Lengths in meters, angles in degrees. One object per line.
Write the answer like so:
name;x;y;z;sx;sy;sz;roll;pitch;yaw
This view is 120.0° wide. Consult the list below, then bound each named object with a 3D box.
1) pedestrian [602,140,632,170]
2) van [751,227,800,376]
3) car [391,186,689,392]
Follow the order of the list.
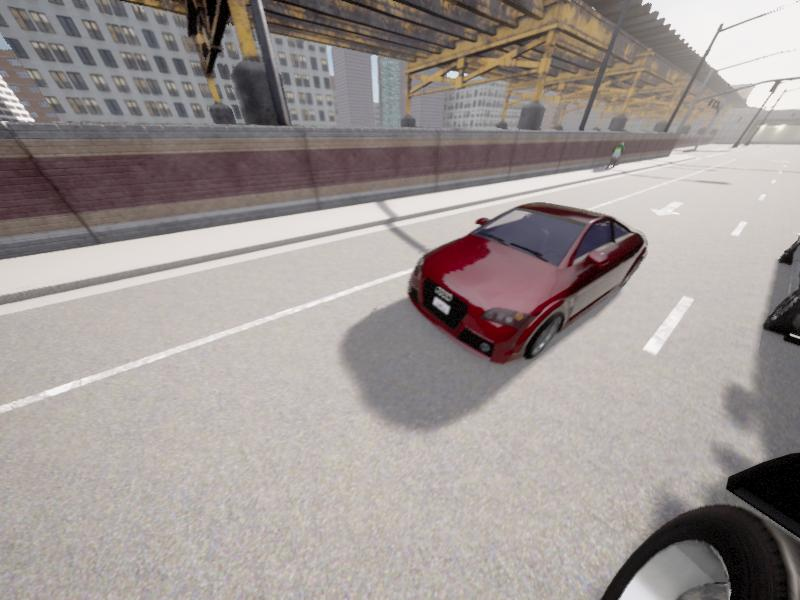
pedestrian;16.180;-10.844;17.241;0.751;1.860;0.751;-19;40;-25
van;7.390;-0.855;2.866;5.915;2.561;1.988;-22;41;-28
car;2.181;-0.718;3.717;4.181;1.385;1.994;-21;40;-26
